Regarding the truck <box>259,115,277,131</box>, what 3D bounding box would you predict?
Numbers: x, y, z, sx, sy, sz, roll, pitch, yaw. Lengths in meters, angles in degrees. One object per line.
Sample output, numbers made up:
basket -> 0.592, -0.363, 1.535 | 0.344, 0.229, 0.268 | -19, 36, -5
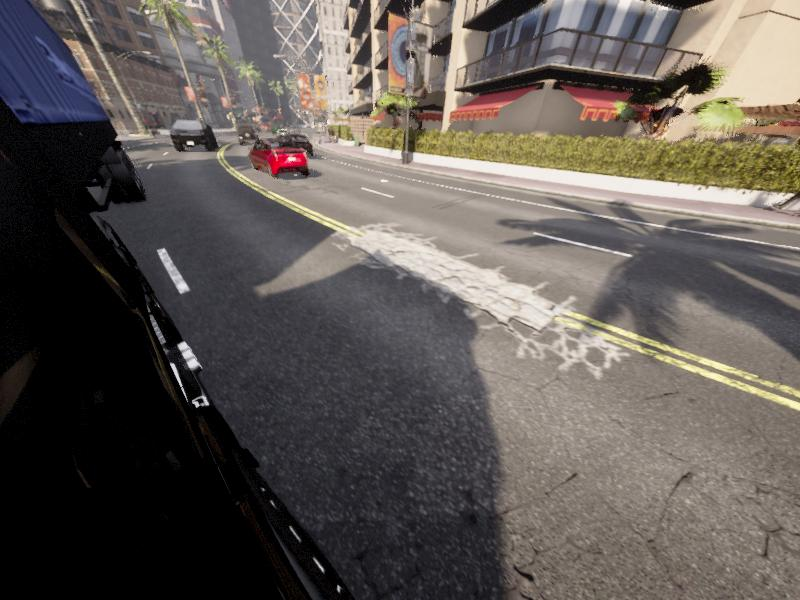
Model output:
truck -> -42.304, -57.041, 74.580 | 2.891, 3.827, 8.468 | -8, 38, -14

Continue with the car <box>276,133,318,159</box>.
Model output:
car -> -8.619, -12.824, 19.118 | 1.837, 1.490, 4.892 | -20, 42, -27

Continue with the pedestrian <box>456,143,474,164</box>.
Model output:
pedestrian -> 4.947, -11.199, 17.620 | 0.751, 1.300, 0.751 | -24, 44, -31

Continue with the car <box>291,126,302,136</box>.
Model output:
car -> -23.594, -38.629, 52.807 | 1.851, 1.617, 3.988 | -8, 38, -14

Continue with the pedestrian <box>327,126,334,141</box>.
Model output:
pedestrian -> -10.980, -26.247, 36.406 | 0.751, 1.860, 0.751 | -9, 38, -14

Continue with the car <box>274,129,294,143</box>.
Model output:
car -> -16.692, -23.835, 33.450 | 1.970, 1.475, 3.806 | -9, 38, -15

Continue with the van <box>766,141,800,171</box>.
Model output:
van -> 44.594, -14.979, 24.238 | 1.988, 2.561, 5.915 | -8, 38, -14

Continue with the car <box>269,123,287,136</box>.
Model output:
car -> -26.471, -37.212, 50.369 | 2.150, 2.045, 5.566 | -7, 38, -12

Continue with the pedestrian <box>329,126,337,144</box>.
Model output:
pedestrian -> -8.955, -21.919, 30.712 | 0.751, 1.860, 0.751 | -9, 38, -15

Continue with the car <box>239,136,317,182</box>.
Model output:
car -> -6.390, -7.454, 12.010 | 2.007, 1.525, 4.514 | -26, 45, -33

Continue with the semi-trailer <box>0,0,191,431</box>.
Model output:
semi-trailer -> -8.174, -3.901, 4.703 | 2.717, 4.402, 14.254 | -28, 46, -34

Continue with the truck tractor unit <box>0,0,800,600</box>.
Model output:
truck tractor unit -> -2.645, -0.295, 0.351 | 6.516, 4.208, 3.053 | 28, 44, 30

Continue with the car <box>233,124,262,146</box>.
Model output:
car -> -17.550, -19.136, 26.742 | 1.905, 1.878, 3.866 | -12, 39, -18

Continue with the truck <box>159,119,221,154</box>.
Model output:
truck -> -17.259, -13.839, 19.473 | 2.390, 2.098, 6.274 | -16, 40, -22

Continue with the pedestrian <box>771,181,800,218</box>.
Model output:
pedestrian -> 13.921, -3.800, 7.712 | 0.751, 1.860, 0.751 | -23, 43, -30
